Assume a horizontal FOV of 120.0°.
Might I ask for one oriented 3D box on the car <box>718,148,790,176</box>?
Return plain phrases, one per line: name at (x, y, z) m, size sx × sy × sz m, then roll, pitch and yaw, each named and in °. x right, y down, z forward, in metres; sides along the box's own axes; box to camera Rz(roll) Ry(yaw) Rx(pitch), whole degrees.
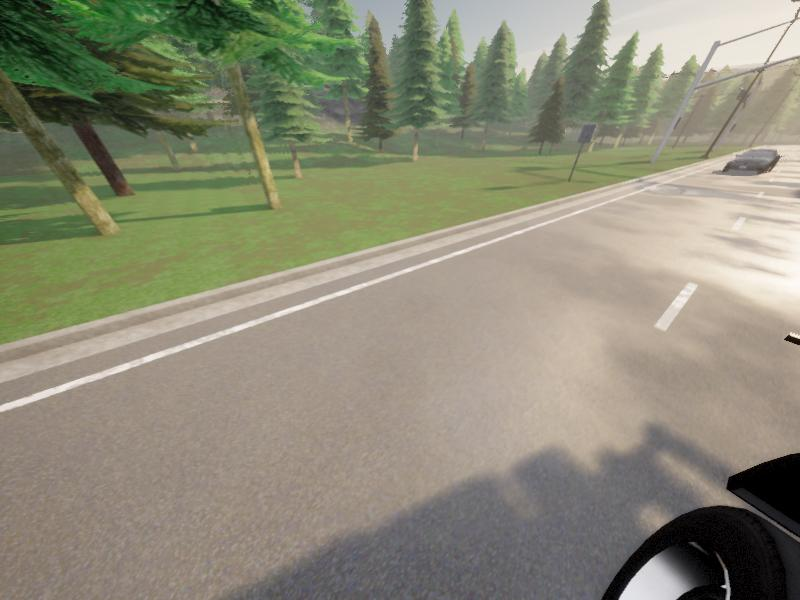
car at (25.186, -9.892, 16.439) m, size 4.674 × 1.442 × 1.812 m, roll -19°, pitch 39°, yaw -25°
